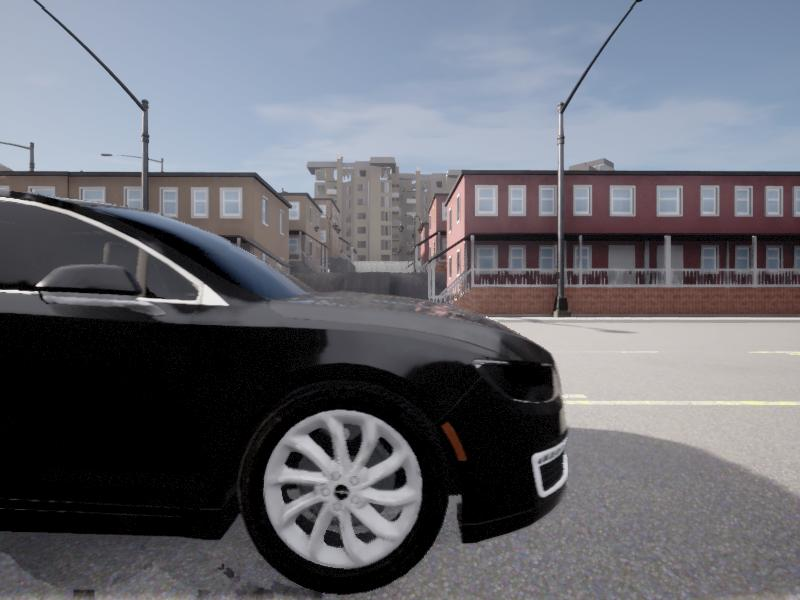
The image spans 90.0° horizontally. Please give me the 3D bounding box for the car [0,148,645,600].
[{"bbox_3d":[-1.654,0.242,2.234,4.892,1.490,1.837,1,0,1],"label":"car"}]

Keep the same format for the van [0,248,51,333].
[{"bbox_3d":[-15.030,-0.278,12.886,5.915,2.561,1.988,0,0,1],"label":"van"}]

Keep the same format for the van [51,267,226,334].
[{"bbox_3d":[-8.192,-0.005,12.806,4.442,1.987,1.775,0,0,1],"label":"van"}]

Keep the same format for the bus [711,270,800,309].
[{"bbox_3d":[44.217,-1.134,49.195,3.944,4.253,10.273,0,0,1],"label":"bus"}]

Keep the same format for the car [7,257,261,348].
[{"bbox_3d":[-5.874,0.050,9.285,4.605,1.855,1.932,-1,0,1],"label":"car"}]
